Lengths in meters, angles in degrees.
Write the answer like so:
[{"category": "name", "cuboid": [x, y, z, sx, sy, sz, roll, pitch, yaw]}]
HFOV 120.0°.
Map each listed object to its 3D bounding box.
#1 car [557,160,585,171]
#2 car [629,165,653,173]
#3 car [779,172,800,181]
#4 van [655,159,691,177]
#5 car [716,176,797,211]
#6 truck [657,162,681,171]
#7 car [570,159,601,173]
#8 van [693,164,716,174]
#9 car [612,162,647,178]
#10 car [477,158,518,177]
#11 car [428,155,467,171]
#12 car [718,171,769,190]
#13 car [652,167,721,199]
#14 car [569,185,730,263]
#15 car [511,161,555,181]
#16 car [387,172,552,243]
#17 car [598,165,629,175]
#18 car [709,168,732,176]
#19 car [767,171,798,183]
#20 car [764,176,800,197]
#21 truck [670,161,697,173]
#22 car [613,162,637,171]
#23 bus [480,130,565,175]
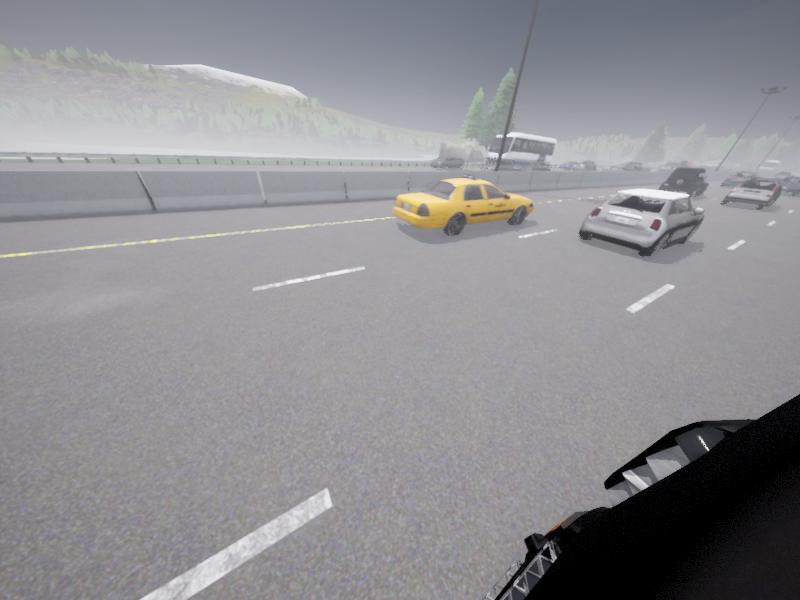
[{"category": "car", "cuboid": [31.719, -24.984, 42.933, 4.514, 1.525, 2.007, -16, 38, -26]}, {"category": "car", "cuboid": [52.226, -28.451, 50.030, 4.718, 1.301, 1.895, -16, 38, -26]}, {"category": "car", "cuboid": [80.404, -25.304, 47.427, 4.674, 1.442, 1.812, -16, 38, -26]}, {"category": "van", "cuboid": [48.460, -23.452, 41.013, 5.915, 2.561, 1.988, -16, 38, -26]}, {"category": "car", "cuboid": [22.758, -6.874, 14.758, 3.988, 1.617, 1.851, -16, 38, -26]}, {"category": "truck", "cuboid": [75.846, -37.672, 65.158, 6.274, 2.098, 2.390, -16, 38, -26]}, {"category": "car", "cuboid": [31.559, -22.854, 39.379, 4.605, 1.855, 1.932, -16, 38, -26]}, {"category": "van", "cuboid": [79.344, -34.169, 60.208, 4.480, 2.038, 2.069, -16, 38, -26]}, {"category": "car", "cuboid": [33.247, -18.876, 33.490, 3.866, 1.878, 1.905, -16, 38, -26]}, {"category": "car", "cuboid": [10.761, -14.645, 25.535, 3.988, 1.617, 1.851, -16, 38, -26]}, {"category": "car", "cuboid": [6.204, -17.786, 29.988, 4.514, 1.525, 2.007, -16, 38, -26]}, {"category": "car", "cuboid": [39.640, -13.895, 26.680, 4.611, 1.667, 2.242, -16, 38, -26]}, {"category": "car", "cuboid": [21.644, -8.910, 17.485, 3.866, 1.878, 1.905, -16, 38, -26]}, {"category": "car", "cuboid": [7.549, -2.532, 7.081, 3.806, 1.475, 1.970, -16, 38, -26]}, {"category": "car", "cuboid": [13.547, -13.175, 23.592, 3.705, 1.549, 1.789, -15, 38, -26]}, {"category": "car", "cuboid": [2.385, -3.348, 7.803, 5.366, 1.575, 1.801, -16, 38, -26]}, {"category": "car", "cuboid": [35.086, -21.380, 37.966, 4.718, 1.301, 1.895, -16, 38, -26]}, {"category": "car", "cuboid": [78.688, -31.511, 56.673, 4.902, 1.511, 2.128, -16, 38, -26]}, {"category": "car", "cuboid": [68.300, -21.972, 41.229, 4.856, 1.649, 2.033, -16, 38, -26]}, {"category": "car", "cuboid": [37.919, -11.121, 22.474, 3.633, 1.501, 1.845, -16, 38, -26]}, {"category": "truck", "cuboid": [75.214, -35.414, 61.359, 5.204, 2.467, 2.627, -16, 38, -26]}, {"category": "car", "cuboid": [51.731, -30.659, 53.070, 4.974, 1.542, 2.038, -16, 38, -26]}, {"category": "bus", "cuboid": [16.288, -19.431, 30.842, 10.273, 4.253, 3.944, -14, 37, -27]}]
